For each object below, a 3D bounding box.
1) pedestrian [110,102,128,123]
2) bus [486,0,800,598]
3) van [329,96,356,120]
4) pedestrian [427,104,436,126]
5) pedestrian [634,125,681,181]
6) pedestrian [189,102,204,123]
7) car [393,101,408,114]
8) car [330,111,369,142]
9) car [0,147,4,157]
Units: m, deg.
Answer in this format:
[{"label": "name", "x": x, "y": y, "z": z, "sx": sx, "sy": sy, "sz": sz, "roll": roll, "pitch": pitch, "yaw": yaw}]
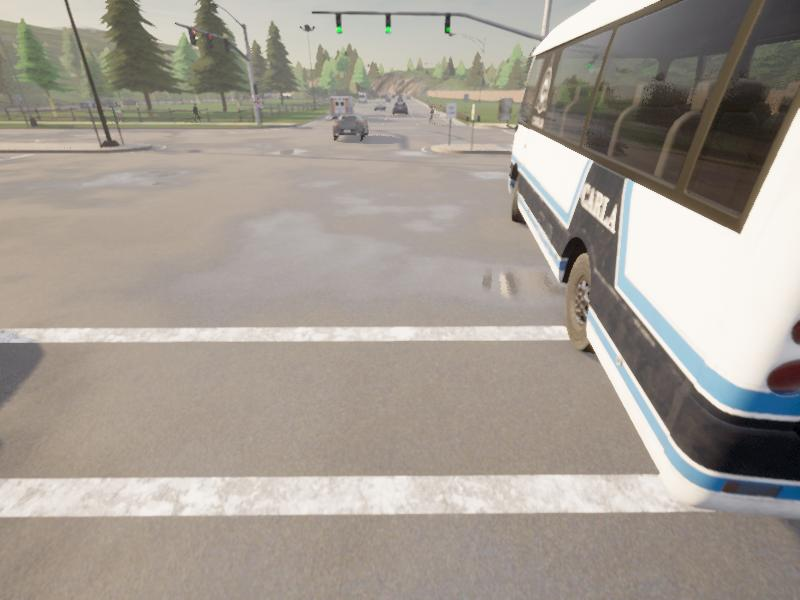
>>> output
[{"label": "pedestrian", "x": -28.048, "y": -18.737, "z": 39.972, "sx": 0.751, "sy": 1.860, "sz": 0.751, "roll": 2, "pitch": 28, "yaw": 4}, {"label": "bus", "x": 3.874, "y": -2.228, "z": 6.135, "sx": 3.944, "sy": 4.253, "sz": 10.273, "roll": 3, "pitch": 28, "yaw": 6}, {"label": "van", "x": -6.963, "y": -23.535, "z": 48.944, "sx": 2.351, "sy": 2.431, "sz": 6.366, "roll": 0, "pitch": 28, "yaw": 0}, {"label": "pedestrian", "x": 3.008, "y": -17.578, "z": 38.091, "sx": 0.751, "sy": 1.860, "sz": 0.751, "roll": 2, "pitch": 28, "yaw": 3}, {"label": "pedestrian", "x": 9.444, "y": -5.401, "z": 14.748, "sx": 0.751, "sy": 1.860, "sz": 0.751, "roll": 0, "pitch": 28, "yaw": 0}, {"label": "pedestrian", "x": -19.989, "y": -18.406, "z": 39.341, "sx": 0.751, "sy": 1.860, "sz": 0.751, "roll": 2, "pitch": 28, "yaw": 3}, {"label": "car", "x": 0.043, "y": -29.265, "z": 60.751, "sx": 2.242, "sy": 1.667, "sz": 4.611, "roll": 0, "pitch": 28, "yaw": 0}, {"label": "car", "x": -3.481, "y": -12.449, "z": 28.566, "sx": 2.152, "sy": 1.651, "sz": 5.027, "roll": 0, "pitch": 28, "yaw": 0}, {"label": "car", "x": -22.575, "y": -7.578, "z": 19.497, "sx": 4.181, "sy": 1.385, "sz": 1.994, "roll": 0, "pitch": 28, "yaw": 1}]
